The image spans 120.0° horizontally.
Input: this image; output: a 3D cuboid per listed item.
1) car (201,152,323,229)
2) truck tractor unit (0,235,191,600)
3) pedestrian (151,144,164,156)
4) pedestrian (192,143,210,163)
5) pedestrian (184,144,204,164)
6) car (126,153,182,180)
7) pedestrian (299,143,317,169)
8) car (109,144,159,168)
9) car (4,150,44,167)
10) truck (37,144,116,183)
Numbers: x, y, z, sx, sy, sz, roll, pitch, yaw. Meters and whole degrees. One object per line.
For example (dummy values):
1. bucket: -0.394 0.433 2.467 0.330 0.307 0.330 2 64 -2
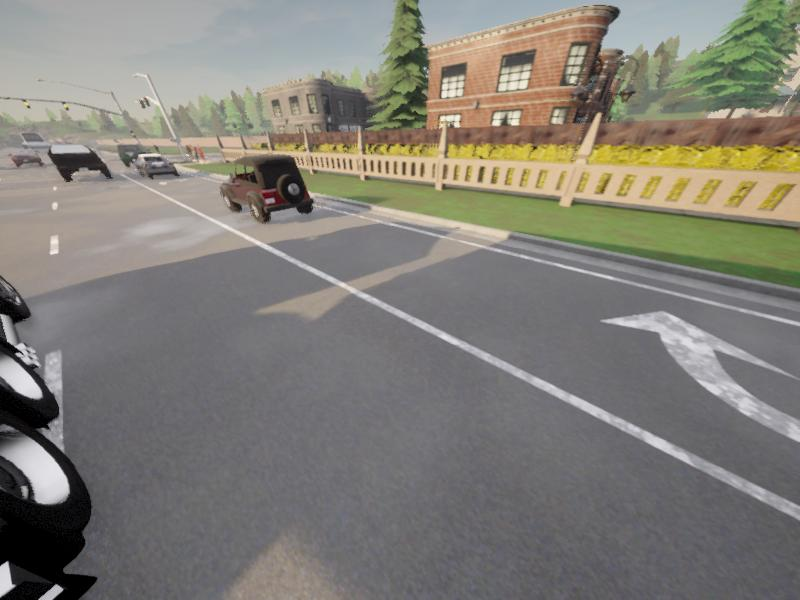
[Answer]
1. car: -4.909 -4.089 8.277 3.866 1.878 1.905 25 42 31
2. truck tractor unit: -5.061 -0.346 0.860 6.516 4.208 3.053 20 39 27
3. pedestrian: -44.046 -27.232 41.919 0.751 1.860 0.751 20 40 26
4. pedestrian: -22.714 -16.768 26.396 0.751 1.860 0.751 -12 37 -16
5. pedestrian: -23.126 -16.445 25.935 0.751 1.860 0.751 16 38 23
6. car: -18.991 -10.379 17.825 3.806 1.475 1.970 25 42 31
7. pedestrian: -8.114 -12.714 20.416 0.751 1.860 0.751 25 42 31
8. car: -29.117 -16.061 25.595 2.150 2.045 5.566 -21 40 -27
9. car: -43.860 -16.621 27.086 4.674 1.442 1.812 25 42 31
10. truck: -24.065 -10.345 17.287 6.274 2.098 2.390 25 42 32
